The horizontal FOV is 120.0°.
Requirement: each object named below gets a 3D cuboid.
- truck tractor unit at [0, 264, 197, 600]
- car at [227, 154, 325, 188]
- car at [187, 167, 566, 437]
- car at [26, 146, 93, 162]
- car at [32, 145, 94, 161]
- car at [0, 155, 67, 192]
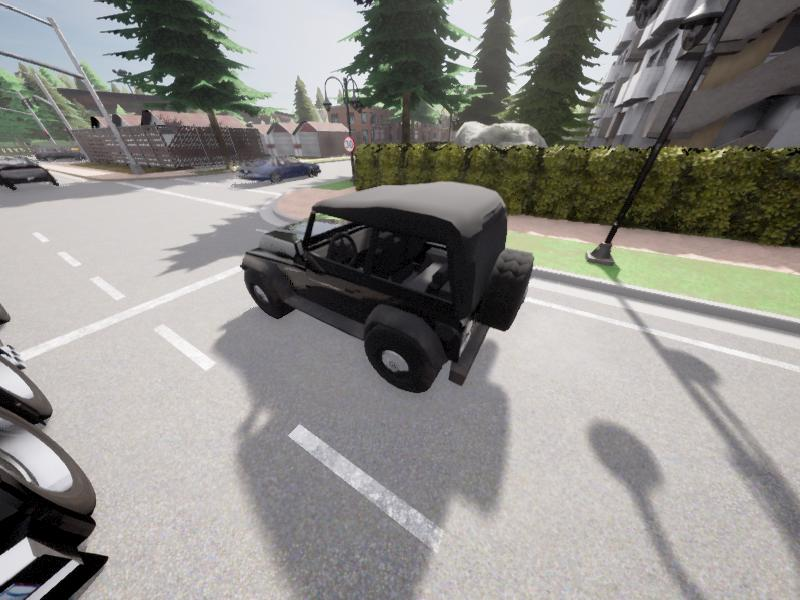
[{"bbox_3d":[-5.111,-0.301,0.781,6.516,4.208,3.053,18,39,24],"label":"truck tractor unit"},{"bbox_3d":[-7.733,-8.645,15.181,2.033,1.411,5.357,17,38,23],"label":"car"},{"bbox_3d":[-0.419,-0.542,3.123,3.866,1.878,1.905,20,40,26],"label":"car"},{"bbox_3d":[-46.893,-20.249,31.979,2.242,1.667,4.611,17,39,23],"label":"car"},{"bbox_3d":[-49.471,-21.777,34.080,2.097,1.767,4.553,17,38,23],"label":"car"},{"bbox_3d":[-23.035,-7.732,13.959,4.902,1.511,2.128,18,39,24],"label":"car"}]
